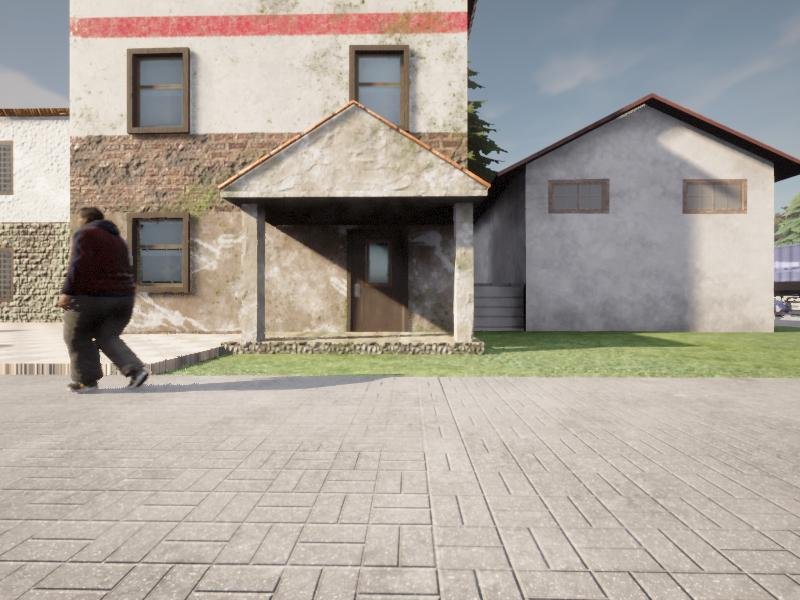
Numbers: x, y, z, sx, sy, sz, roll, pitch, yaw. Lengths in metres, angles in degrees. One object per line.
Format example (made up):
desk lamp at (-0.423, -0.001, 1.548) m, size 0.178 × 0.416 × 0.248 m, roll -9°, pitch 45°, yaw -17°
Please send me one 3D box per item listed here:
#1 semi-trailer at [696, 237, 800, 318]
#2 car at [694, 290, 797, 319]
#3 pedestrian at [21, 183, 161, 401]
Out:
semi-trailer at (23.212, -1.219, 22.691) m, size 2.717 × 4.402 × 14.254 m, roll 0°, pitch 0°, yaw 2°
car at (19.235, 0.228, 22.635) m, size 2.007 × 1.525 × 4.514 m, roll 0°, pitch 0°, yaw 1°
pedestrian at (-2.866, -0.067, 3.794) m, size 0.751 × 1.860 × 0.751 m, roll 0°, pitch 0°, yaw 2°
